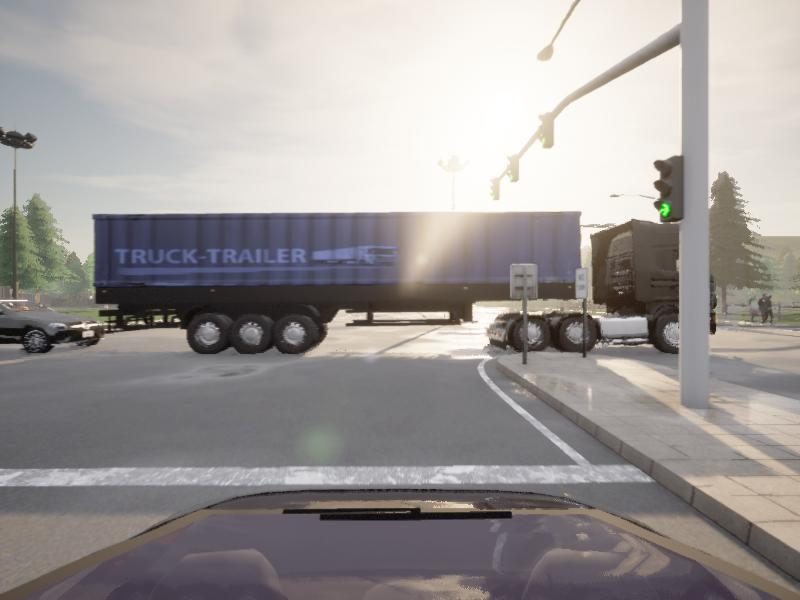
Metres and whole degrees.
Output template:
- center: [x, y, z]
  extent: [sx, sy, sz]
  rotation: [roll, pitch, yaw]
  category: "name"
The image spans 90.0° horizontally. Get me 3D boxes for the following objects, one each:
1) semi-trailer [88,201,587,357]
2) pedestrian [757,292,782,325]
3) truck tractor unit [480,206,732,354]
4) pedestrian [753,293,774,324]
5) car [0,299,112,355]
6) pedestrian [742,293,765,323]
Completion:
- center: [-1.745, -0.617, 12.816]
  extent: [14.254, 4.402, 2.717]
  rotation: [0, 0, -1]
  category: "semi-trailer"
- center: [21.429, 0.500, 23.229]
  extent: [0.751, 1.860, 0.751]
  rotation: [0, 0, 7]
  category: "pedestrian"
- center: [6.180, -0.530, 12.955]
  extent: [6.516, 4.208, 3.053]
  rotation: [0, -2, -1]
  category: "truck tractor unit"
- center: [22.073, 0.500, 24.291]
  extent: [0.751, 1.860, 0.751]
  rotation: [0, 0, 25]
  category: "pedestrian"
- center: [-12.432, 0.789, 12.697]
  extent: [5.027, 1.651, 2.152]
  rotation: [0, 0, -1]
  category: "car"
- center: [22.089, 0.500, 24.994]
  extent: [0.751, 1.860, 0.751]
  rotation: [0, 0, -7]
  category: "pedestrian"
